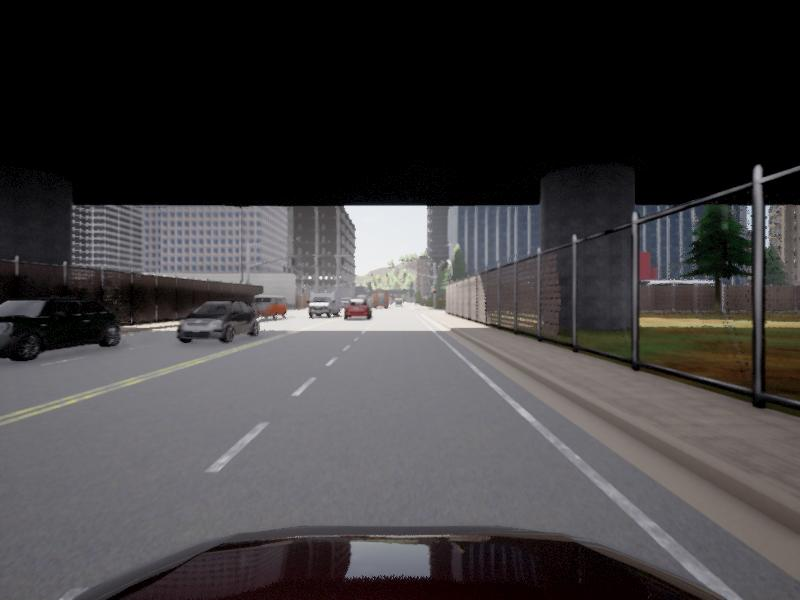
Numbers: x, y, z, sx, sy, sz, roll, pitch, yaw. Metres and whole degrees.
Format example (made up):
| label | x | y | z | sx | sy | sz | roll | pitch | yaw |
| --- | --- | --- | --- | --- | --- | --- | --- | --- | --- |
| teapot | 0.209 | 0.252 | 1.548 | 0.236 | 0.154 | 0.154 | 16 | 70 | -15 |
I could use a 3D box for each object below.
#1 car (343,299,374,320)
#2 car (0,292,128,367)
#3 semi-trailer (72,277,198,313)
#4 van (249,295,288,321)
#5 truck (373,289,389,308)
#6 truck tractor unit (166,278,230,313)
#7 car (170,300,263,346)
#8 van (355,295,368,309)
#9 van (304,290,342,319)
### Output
| label | x | y | z | sx | sy | sz | roll | pitch | yaw |
| --- | --- | --- | --- | --- | --- | --- | --- | --- | --- |
| car | -3.557 | 0.769 | 34.874 | 2.242 | 1.667 | 4.611 | 0 | 0 | -1 |
| car | -10.518 | 0.699 | 11.630 | 2.097 | 1.767 | 4.553 | 0 | 0 | 0 |
| semi-trailer | -33.540 | -0.653 | 50.990 | 14.254 | 4.402 | 2.717 | 0 | 0 | 0 |
| van | -10.573 | 0.613 | 32.482 | 1.775 | 1.987 | 4.442 | 0 | 0 | 0 |
| truck | -3.695 | -0.287 | 81.497 | 2.891 | 3.827 | 8.468 | 0 | 0 | 0 |
| truck tractor unit | -25.630 | -0.555 | 50.994 | 6.516 | 4.208 | 3.053 | 0 | 0 | 0 |
| car | -7.032 | 0.795 | 15.797 | 1.851 | 1.617 | 3.988 | 0 | 0 | 0 |
| van | -7.188 | 0.356 | 75.344 | 1.988 | 2.561 | 5.915 | 0 | 0 | 0 |
| van | -7.088 | 0.394 | 37.701 | 2.351 | 2.431 | 6.366 | 0 | 0 | 0 |
